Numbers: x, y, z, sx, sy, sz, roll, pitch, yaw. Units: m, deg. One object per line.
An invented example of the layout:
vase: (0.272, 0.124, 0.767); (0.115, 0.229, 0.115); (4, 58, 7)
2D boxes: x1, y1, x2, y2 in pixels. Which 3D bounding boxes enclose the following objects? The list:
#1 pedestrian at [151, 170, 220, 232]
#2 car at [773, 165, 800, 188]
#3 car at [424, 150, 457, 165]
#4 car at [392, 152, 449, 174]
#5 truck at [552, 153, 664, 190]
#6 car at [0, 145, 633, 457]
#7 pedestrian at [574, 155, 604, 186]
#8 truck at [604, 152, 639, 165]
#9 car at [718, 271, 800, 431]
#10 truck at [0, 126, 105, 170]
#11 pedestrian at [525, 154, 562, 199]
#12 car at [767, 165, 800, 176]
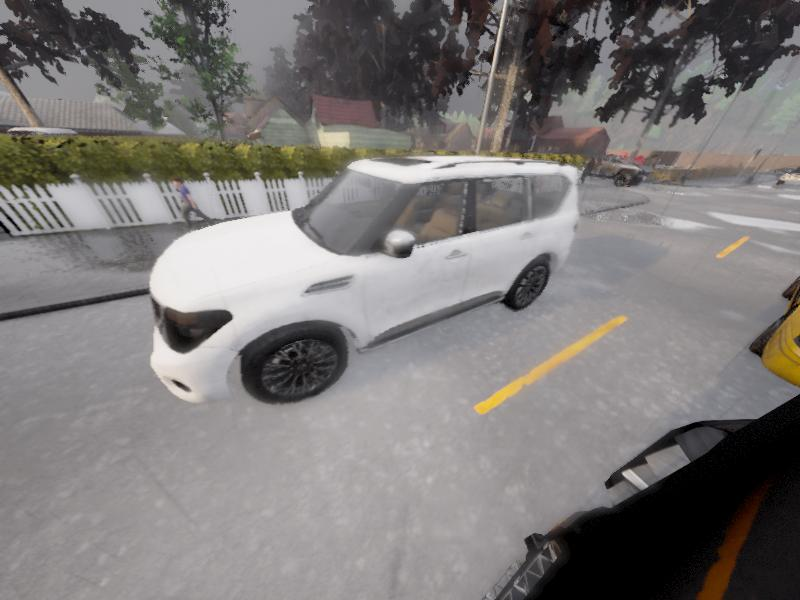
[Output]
pedestrian: (-5.317, -2.518, 5.854); (0.751, 1.300, 0.751); (-15, 37, -24)
car: (42.108, -13.039, 24.284); (4.605, 1.855, 1.932); (-16, 38, -26)
car: (6.024, -21.476, 34.792); (1.801, 1.575, 5.366); (-16, 38, -26)
car: (1.664, -11.379, 19.193); (4.181, 1.381, 1.994); (-16, 38, -26)
truck: (16.812, -10.919, 19.303); (2.390, 2.098, 6.274); (-15, 38, -25)
car: (0.146, -0.823, 3.242); (5.566, 2.045, 2.150); (-16, 38, -25)
pedestrian: (13.524, -9.276, 16.613); (0.751, 1.860, 0.751); (-2, 34, -7)
truck: (56.235, -35.961, 58.790); (2.627, 2.467, 5.204); (-16, 38, -26)
car: (6.367, 0.112, 2.670); (5.366, 1.575, 1.801); (-16, 38, -26)
truck: (-21.423, -9.475, 14.397); (2.069, 2.038, 4.478); (-16, 38, -26)
pedestrian: (7.152, -6.189, 11.606); (0.751, 1.860, 0.751); (-16, 38, -25)
car: (71.867, -23.947, 42.719); (1.789, 1.549, 3.705); (-7, 35, -13)
